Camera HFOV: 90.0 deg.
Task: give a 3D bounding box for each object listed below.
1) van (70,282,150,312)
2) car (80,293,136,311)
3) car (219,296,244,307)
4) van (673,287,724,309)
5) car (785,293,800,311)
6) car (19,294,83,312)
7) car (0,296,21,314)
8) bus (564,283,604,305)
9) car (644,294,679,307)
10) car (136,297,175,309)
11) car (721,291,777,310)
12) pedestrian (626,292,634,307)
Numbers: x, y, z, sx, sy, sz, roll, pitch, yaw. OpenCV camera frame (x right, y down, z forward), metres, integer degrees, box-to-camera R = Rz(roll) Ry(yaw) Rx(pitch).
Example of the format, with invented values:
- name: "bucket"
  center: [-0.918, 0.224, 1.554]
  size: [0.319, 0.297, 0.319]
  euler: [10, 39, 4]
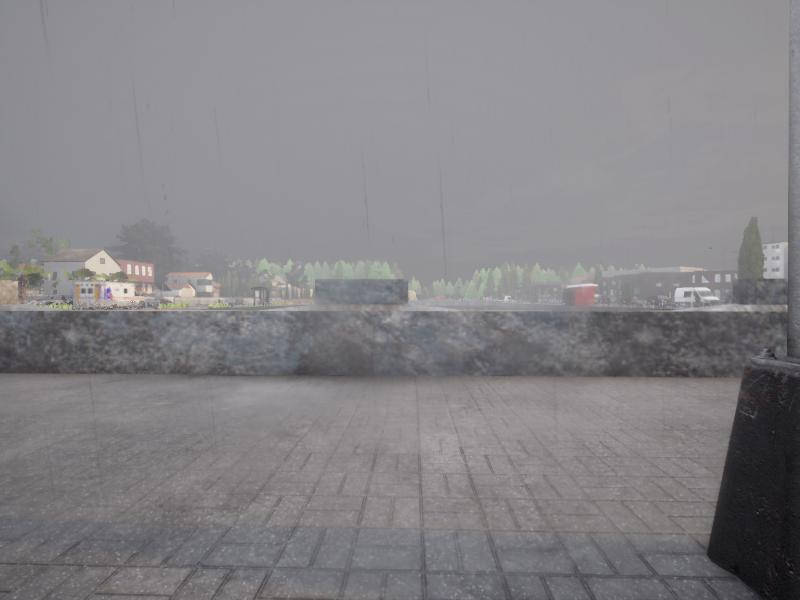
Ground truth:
- name: "van"
  center: [-25.368, -0.222, 35.439]
  size: [2.351, 2.431, 6.366]
  euler: [0, 0, 2]
- name: "car"
  center: [-29.211, 0.178, 40.270]
  size: [2.033, 1.649, 4.856]
  euler: [0, 0, 2]
- name: "car"
  center: [-28.294, 0.224, 67.354]
  size: [2.242, 1.667, 4.611]
  euler: [0, 0, 2]
- name: "van"
  center: [36.850, -0.278, 49.652]
  size: [1.988, 2.561, 5.915]
  euler: [0, 0, 2]
- name: "car"
  center: [36.340, 0.201, 34.239]
  size: [1.801, 1.575, 5.366]
  euler: [0, 0, 2]
- name: "car"
  center: [-29.422, 0.253, 33.891]
  size: [1.970, 1.475, 3.806]
  euler: [0, 0, 2]
- name: "car"
  center: [-29.630, 0.344, 27.856]
  size: [1.895, 1.301, 4.718]
  euler: [0, 0, 2]
- name: "bus"
  center: [38.101, -1.139, 83.307]
  size: [3.944, 4.253, 10.273]
  euler: [0, 0, 2]
- name: "car"
  center: [37.100, 0.094, 56.978]
  size: [2.097, 1.767, 4.553]
  euler: [0, 0, 2]
- name: "car"
  center: [-28.969, 0.307, 47.543]
  size: [1.994, 1.385, 4.181]
  euler: [0, 0, 1]
- name: "car"
  center: [36.603, 0.052, 42.120]
  size: [1.932, 1.855, 4.605]
  euler: [0, 0, 2]
- name: "pedestrian"
  center: [29.531, -0.053, 51.435]
  size: [0.751, 1.860, 0.751]
  euler: [0, 0, 17]
